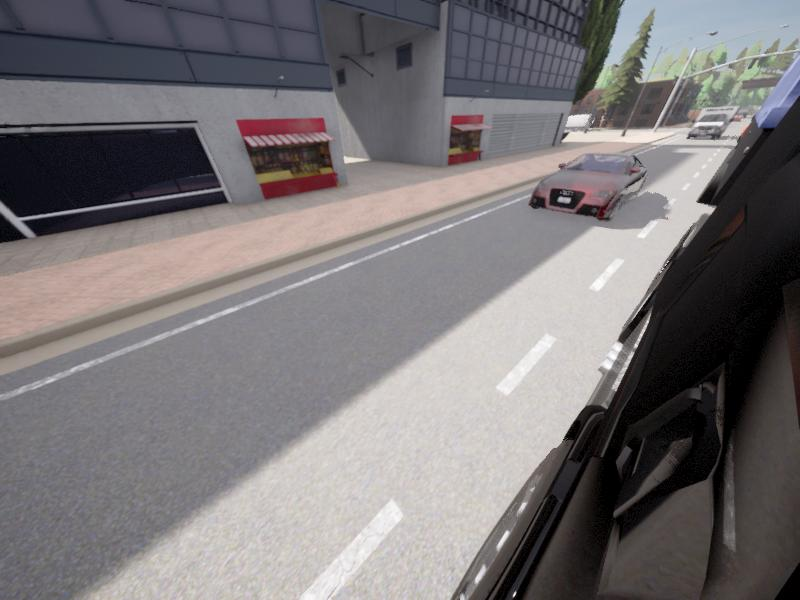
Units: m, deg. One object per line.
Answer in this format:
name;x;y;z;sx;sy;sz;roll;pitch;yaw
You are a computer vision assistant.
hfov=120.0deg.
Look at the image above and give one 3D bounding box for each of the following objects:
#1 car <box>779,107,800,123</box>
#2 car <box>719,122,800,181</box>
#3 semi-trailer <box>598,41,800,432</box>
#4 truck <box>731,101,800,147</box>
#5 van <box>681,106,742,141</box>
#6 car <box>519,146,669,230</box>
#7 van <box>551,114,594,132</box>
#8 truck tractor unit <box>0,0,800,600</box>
car;68.547;-32.049;40.025;5.566;2.045;2.150;-28;44;-30
car;15.844;-6.334;9.644;4.611;1.667;2.242;-28;44;-30
semi-trailer;8.689;-3.622;4.221;14.254;4.402;2.717;-28;44;-30
truck;27.696;-13.022;17.090;5.204;2.467;2.627;-28;44;-30
van;30.144;-17.077;22.339;6.366;2.431;2.351;-28;44;-30
car;5.749;-3.536;6.837;4.181;1.385;1.994;-28;44;-30
van;34.075;-35.062;45.888;1.988;2.561;5.915;-30;44;-31
truck tractor unit;2.645;-0.295;0.351;6.516;4.208;3.053;-28;44;-30
